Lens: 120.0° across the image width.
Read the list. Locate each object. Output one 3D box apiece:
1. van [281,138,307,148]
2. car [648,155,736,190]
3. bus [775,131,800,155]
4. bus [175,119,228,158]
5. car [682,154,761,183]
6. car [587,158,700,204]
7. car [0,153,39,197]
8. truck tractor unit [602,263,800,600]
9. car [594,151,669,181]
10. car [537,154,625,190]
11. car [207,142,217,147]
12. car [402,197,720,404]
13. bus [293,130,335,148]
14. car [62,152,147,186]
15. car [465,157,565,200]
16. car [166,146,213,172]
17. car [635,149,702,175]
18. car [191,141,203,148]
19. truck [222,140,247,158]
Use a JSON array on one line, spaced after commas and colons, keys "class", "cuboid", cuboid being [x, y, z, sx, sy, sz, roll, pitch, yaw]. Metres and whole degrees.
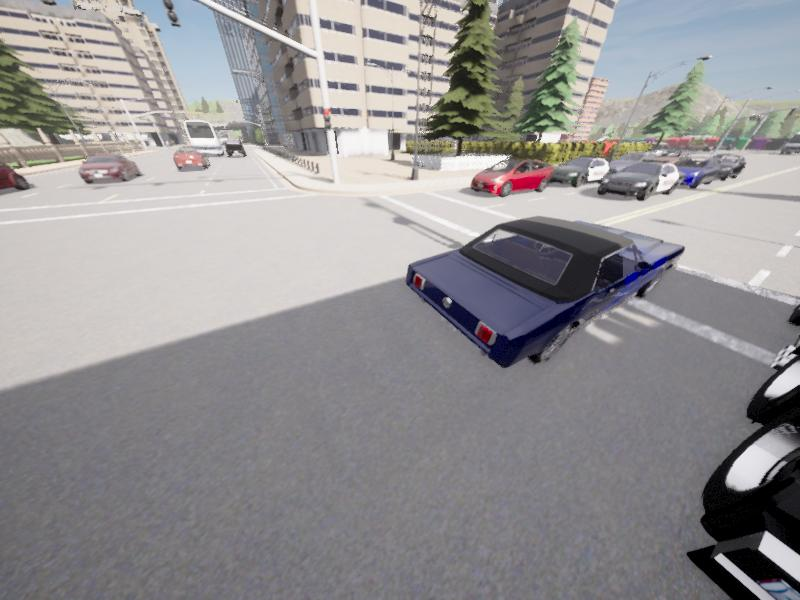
[{"class": "van", "cuboid": [-31.303, -46.674, 68.627, 6.366, 2.431, 2.351, -18, 39, -24]}, {"class": "car", "cuboid": [18.194, -8.047, 14.432, 4.514, 1.525, 2.007, -18, 39, -24]}, {"class": "bus", "cuboid": [87.674, -33.996, 50.046, 10.273, 4.253, 3.944, -17, 39, -24]}, {"class": "bus", "cuboid": [-29.470, -24.397, 35.102, 3.944, 4.253, 10.273, -18, 39, -24]}, {"class": "car", "cuboid": [23.714, -9.832, 17.067, 4.902, 1.511, 2.128, -18, 39, -24]}, {"class": "car", "cuboid": [12.144, -6.086, 11.548, 4.974, 1.542, 2.038, -18, 39, -24]}, {"class": "car", "cuboid": [-19.565, -5.496, 10.323, 1.851, 1.617, 3.988, -16, 38, -23]}, {"class": "truck tractor unit", "cuboid": [5.109, -0.302, 0.791, 6.516, 4.208, 3.053, -18, 39, -24]}, {"class": "car", "cuboid": [17.346, -10.119, 17.315, 4.856, 1.649, 2.033, -18, 39, -24]}, {"class": "car", "cuboid": [11.319, -8.124, 14.472, 4.974, 1.542, 2.038, -18, 39, -24]}, {"class": "car", "cuboid": [-59.589, -49.360, 73.227, 1.994, 1.385, 4.181, -18, 39, -24]}, {"class": "car", "cuboid": [2.546, -0.570, 3.724, 4.718, 1.301, 1.895, -18, 39, -24]}, {"class": "bus", "cuboid": [-25.047, -47.044, 67.622, 10.273, 4.253, 3.944, -18, 39, -24]}, {"class": "car", "cuboid": [-18.637, -8.579, 14.911, 1.812, 1.442, 4.674, -18, 39, -24]}, {"class": "car", "cuboid": [5.885, -6.401, 11.943, 4.514, 1.525, 2.007, -17, 38, -23]}, {"class": "car", "cuboid": [-18.901, -12.927, 21.006, 2.152, 1.651, 5.027, -18, 39, -24]}, {"class": "car", "cuboid": [23.439, -12.115, 20.209, 4.611, 1.667, 2.242, -18, 39, -25]}, {"class": "car", "cuboid": [-61.059, -46.881, 69.515, 1.801, 1.575, 5.366, -18, 39, -24]}, {"class": "truck", "cuboid": [-24.906, -23.008, 35.035, 2.390, 2.098, 6.274, -17, 38, -23]}]
